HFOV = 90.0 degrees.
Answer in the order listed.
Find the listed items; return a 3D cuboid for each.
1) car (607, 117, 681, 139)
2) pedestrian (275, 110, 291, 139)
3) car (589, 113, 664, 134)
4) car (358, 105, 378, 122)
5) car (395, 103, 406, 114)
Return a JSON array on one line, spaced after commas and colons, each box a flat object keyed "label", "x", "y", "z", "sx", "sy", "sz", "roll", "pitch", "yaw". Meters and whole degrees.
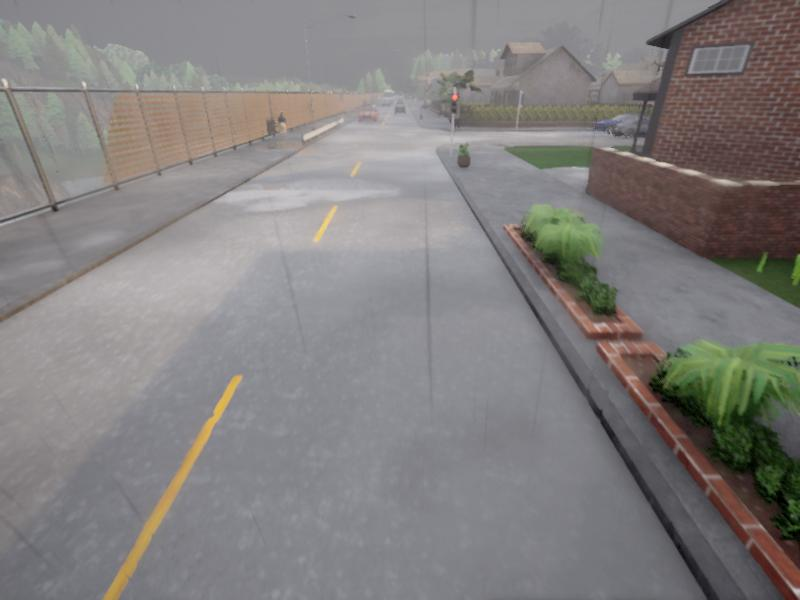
[{"label": "car", "x": 18.482, "y": -13.093, "z": 30.448, "sx": 4.181, "sy": 1.385, "sz": 1.994, "roll": 0, "pitch": 27, "yaw": 0}, {"label": "pedestrian", "x": -8.598, "y": -12.891, "z": 29.394, "sx": 0.751, "sy": 1.860, "sz": 0.751, "roll": 0, "pitch": 27, "yaw": 1}, {"label": "car", "x": 19.064, "y": -14.968, "z": 33.900, "sx": 5.008, "sy": 1.535, "sz": 1.882, "roll": 0, "pitch": 27, "yaw": 1}, {"label": "car", "x": -3.950, "y": -23.226, "z": 49.796, "sx": 2.097, "sy": 1.767, "sz": 4.553, "roll": 0, "pitch": 27, "yaw": 0}, {"label": "car", "x": 0.026, "y": -33.540, "z": 70.088, "sx": 1.882, "sy": 1.535, "sz": 5.008, "roll": 0, "pitch": 27, "yaw": 0}]
